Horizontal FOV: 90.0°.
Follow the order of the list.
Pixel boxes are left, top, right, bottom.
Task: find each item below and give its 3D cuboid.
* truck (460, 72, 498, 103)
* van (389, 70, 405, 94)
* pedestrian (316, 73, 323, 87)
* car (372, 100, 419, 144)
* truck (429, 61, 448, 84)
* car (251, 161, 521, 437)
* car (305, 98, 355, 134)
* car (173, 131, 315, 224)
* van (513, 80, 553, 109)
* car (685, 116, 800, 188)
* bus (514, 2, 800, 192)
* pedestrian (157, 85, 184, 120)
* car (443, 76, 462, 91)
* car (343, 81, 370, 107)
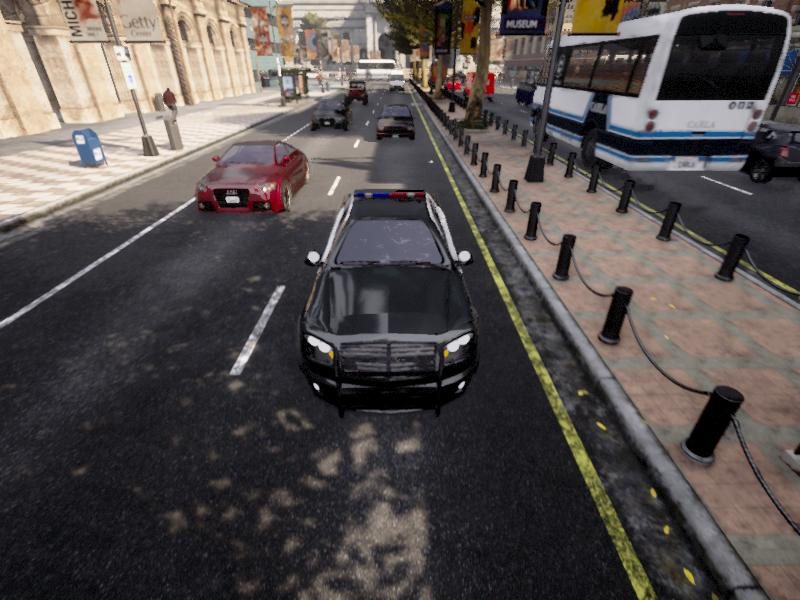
[{"bbox_3d":[7.690,-21.087,39.579,2.627,2.467,5.204,0,30,0],"label":"truck"},{"bbox_3d":[-0.386,-28.751,52.609,1.988,2.561,5.915,0,30,0],"label":"van"},{"bbox_3d":[-12.774,-34.842,63.340,0.751,1.860,0.751,3,30,5],"label":"pedestrian"},{"bbox_3d":[-0.209,-8.969,19.941,2.033,1.411,5.357,0,30,0],"label":"car"},{"bbox_3d":[7.497,-44.707,78.594,2.891,3.827,8.468,0,30,0],"label":"truck"},{"bbox_3d":[-0.135,-0.628,5.556,2.038,1.542,4.974,0,30,-1],"label":"car"},{"bbox_3d":[-3.716,-10.159,21.998,1.994,1.385,4.181,0,30,0],"label":"car"},{"bbox_3d":[-3.658,-3.344,10.354,1.994,1.385,4.181,0,30,0],"label":"car"},{"bbox_3d":[11.221,-17.611,34.119,1.775,1.987,4.442,0,30,0],"label":"van"},{"bbox_3d":[11.331,-4.774,12.641,1.845,1.501,3.633,0,31,0],"label":"car"},{"bbox_3d":[7.697,-7.426,14.475,3.944,4.253,10.273,0,30,0],"label":"bus"},{"bbox_3d":[-13.915,-12.006,24.320,0.751,1.860,0.751,-2,30,-3],"label":"pedestrian"},{"bbox_3d":[7.596,-31.603,58.342,2.242,1.667,4.611,0,30,0],"label":"car"},{"bbox_3d":[-3.784,-18.135,35.110,1.905,1.878,3.866,0,30,0],"label":"car"}]
